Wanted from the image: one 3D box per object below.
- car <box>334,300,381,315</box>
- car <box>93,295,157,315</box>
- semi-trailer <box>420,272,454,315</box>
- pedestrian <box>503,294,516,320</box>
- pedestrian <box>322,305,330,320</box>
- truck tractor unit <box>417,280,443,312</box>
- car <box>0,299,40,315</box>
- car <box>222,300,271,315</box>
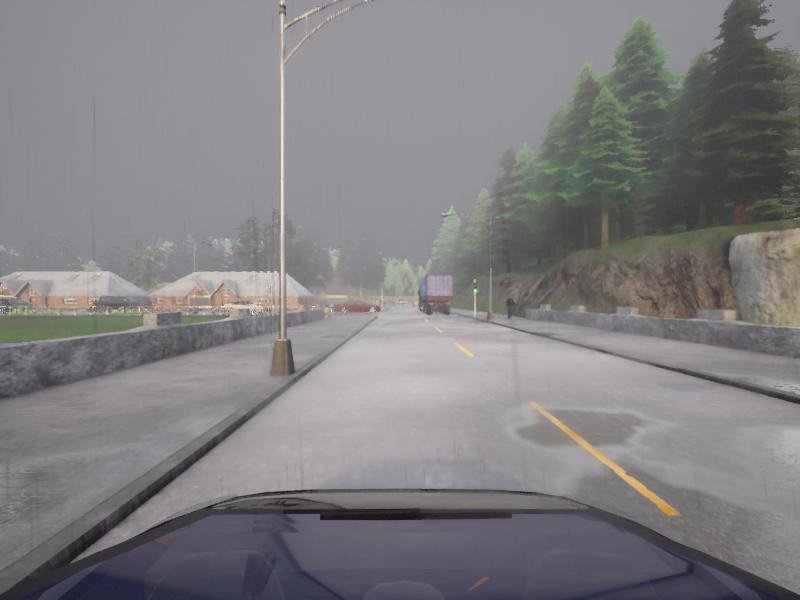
[{"bbox_3d":[-4.716,0.786,44.048,5.008,1.535,1.882,0,0,-8],"label":"car"},{"bbox_3d":[-29.971,0.532,43.659,5.566,2.045,2.150,0,0,1],"label":"car"},{"bbox_3d":[4.052,-0.658,47.506,2.717,4.402,14.254,0,0,0],"label":"semi-trailer"},{"bbox_3d":[7.830,0.509,28.555,0.751,1.860,0.751,0,0,3],"label":"pedestrian"},{"bbox_3d":[-5.347,0.880,28.978,0.500,1.100,0.500,0,0,0],"label":"pedestrian"},{"bbox_3d":[4.065,-0.571,55.422,3.053,4.208,6.516,0,0,0],"label":"truck tractor unit"},{"bbox_3d":[-42.143,0.751,43.657,3.988,1.617,1.851,0,0,0],"label":"car"},{"bbox_3d":[-16.678,0.791,43.639,4.514,1.525,2.007,0,0,0],"label":"car"}]
